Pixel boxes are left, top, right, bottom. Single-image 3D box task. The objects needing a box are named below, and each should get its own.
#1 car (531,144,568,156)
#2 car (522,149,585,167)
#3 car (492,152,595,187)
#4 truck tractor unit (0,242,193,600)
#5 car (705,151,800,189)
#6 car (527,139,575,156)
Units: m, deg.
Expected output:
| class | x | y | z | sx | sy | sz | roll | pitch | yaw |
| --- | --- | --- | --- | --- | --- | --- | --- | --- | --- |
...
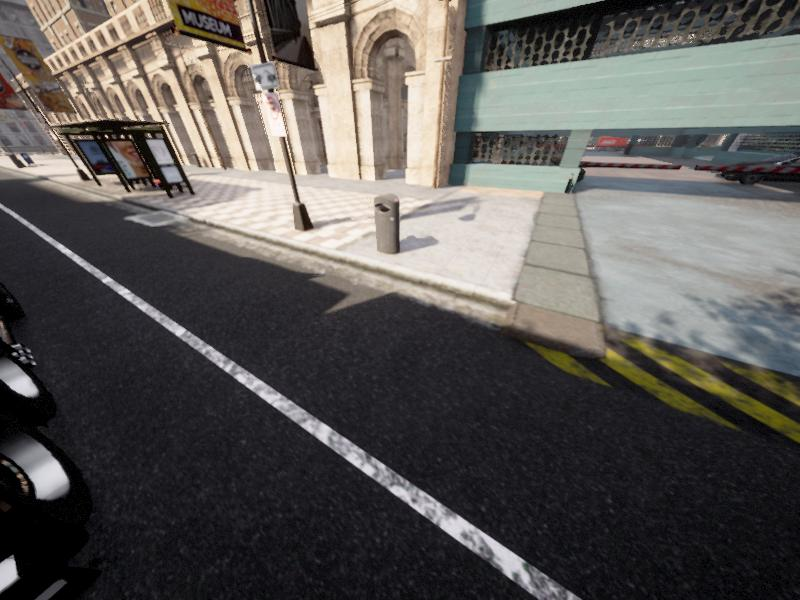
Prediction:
| class | x | y | z | sx | sy | sz | roll | pitch | yaw |
| --- | --- | --- | --- | --- | --- | --- | --- | --- | --- |
| car | 22.957 | -23.143 | 35.606 | 4.514 | 1.523 | 2.007 | 18 | 39 | 24 |
| car | 14.560 | -13.645 | 22.105 | 4.718 | 1.301 | 1.895 | 18 | 39 | 24 |
| car | 8.448 | -8.024 | 13.993 | 4.786 | 1.482 | 2.161 | 18 | 39 | 24 |
| truck tractor unit | -5.072 | -0.338 | 0.830 | 6.516 | 4.208 | 3.053 | 20 | 40 | 26 |
| car | 20.556 | -6.863 | 12.158 | 4.902 | 1.511 | 2.128 | 18 | 39 | 24 |
| car | 23.005 | -23.449 | 35.358 | 5.566 | 2.045 | 2.435 | 18 | 39 | 24 |
